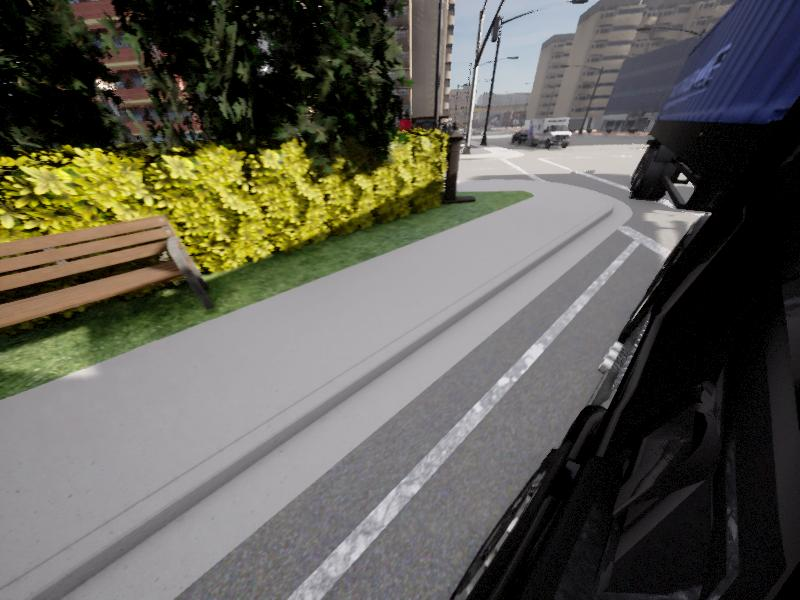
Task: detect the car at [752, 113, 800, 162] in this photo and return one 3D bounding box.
[{"bbox_3d":[22.731,-7.966,11.219,5.566,2.045,2.150,22,44,30],"label":"car"}]

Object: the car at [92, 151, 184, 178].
[{"bbox_3d":[-19.655,-10.298,17.495,4.674,1.442,1.812,2,37,6],"label":"car"}]

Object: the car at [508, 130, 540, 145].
[{"bbox_3d":[16.344,-21.660,30.717,2.128,1.511,4.902,2,36,6],"label":"car"}]

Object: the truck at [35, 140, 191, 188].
[{"bbox_3d":[-17.297,-8.390,14.241,6.274,2.098,2.390,2,37,6],"label":"truck"}]

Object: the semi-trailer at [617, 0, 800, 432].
[{"bbox_3d":[7.808,-4.093,4.943,2.717,4.402,14.254,24,44,30],"label":"semi-trailer"}]

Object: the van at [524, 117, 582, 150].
[{"bbox_3d":[15.581,-17.417,24.160,2.351,2.431,6.366,2,36,6],"label":"van"}]

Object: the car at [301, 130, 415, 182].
[{"bbox_3d":[-2.003,-7.862,12.610,5.566,2.045,2.150,2,37,6],"label":"car"}]

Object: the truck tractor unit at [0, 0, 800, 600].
[{"bbox_3d":[2.645,-0.295,0.351,6.516,4.208,3.053,-28,44,-30],"label":"truck tractor unit"}]
